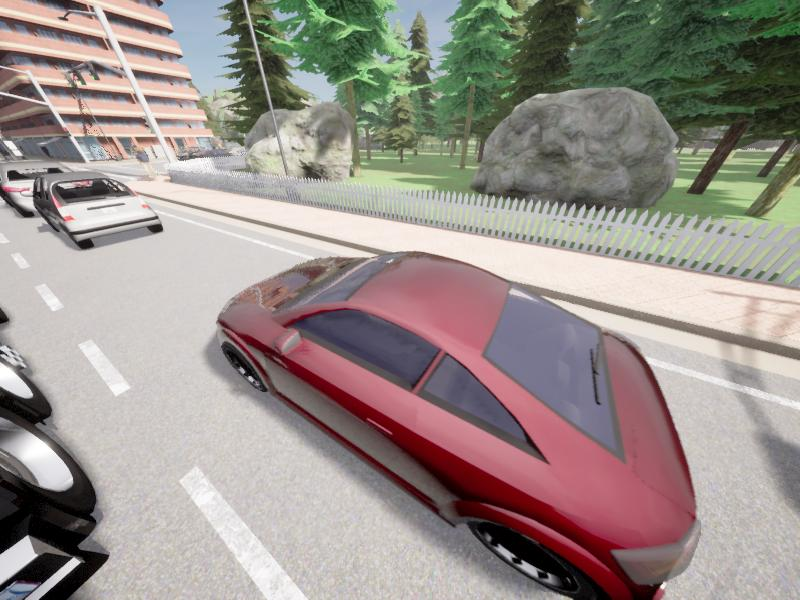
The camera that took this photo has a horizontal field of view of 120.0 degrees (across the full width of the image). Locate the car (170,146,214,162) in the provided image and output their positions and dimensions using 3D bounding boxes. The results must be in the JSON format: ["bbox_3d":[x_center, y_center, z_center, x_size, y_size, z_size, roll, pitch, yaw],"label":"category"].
[{"bbox_3d":[-26.603,-18.804,29.731,1.789,1.549,3.705,7,36,10],"label":"car"}]

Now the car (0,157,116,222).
[{"bbox_3d":[-14.320,-4.612,9.262,4.611,1.667,2.242,19,39,25],"label":"car"}]

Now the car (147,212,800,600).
[{"bbox_3d":[-0.037,0.305,2.360,4.181,1.385,1.994,18,39,25],"label":"car"}]

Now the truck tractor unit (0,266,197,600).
[{"bbox_3d":[-5.114,-0.298,0.774,6.516,4.208,3.053,18,39,24],"label":"truck tractor unit"}]

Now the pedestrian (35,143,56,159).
[{"bbox_3d":[-49.847,-20.922,32.465,0.751,1.860,0.751,18,39,25],"label":"pedestrian"}]

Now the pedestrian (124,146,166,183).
[{"bbox_3d":[-15.327,-8.207,13.956,0.751,1.860,0.751,12,37,17],"label":"pedestrian"}]

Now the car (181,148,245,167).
[{"bbox_3d":[-20.513,-15.951,25.731,2.033,1.411,5.357,10,36,15],"label":"car"}]

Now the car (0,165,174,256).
[{"bbox_3d":[-8.950,-2.774,6.640,3.988,1.617,1.851,18,39,25],"label":"car"}]
